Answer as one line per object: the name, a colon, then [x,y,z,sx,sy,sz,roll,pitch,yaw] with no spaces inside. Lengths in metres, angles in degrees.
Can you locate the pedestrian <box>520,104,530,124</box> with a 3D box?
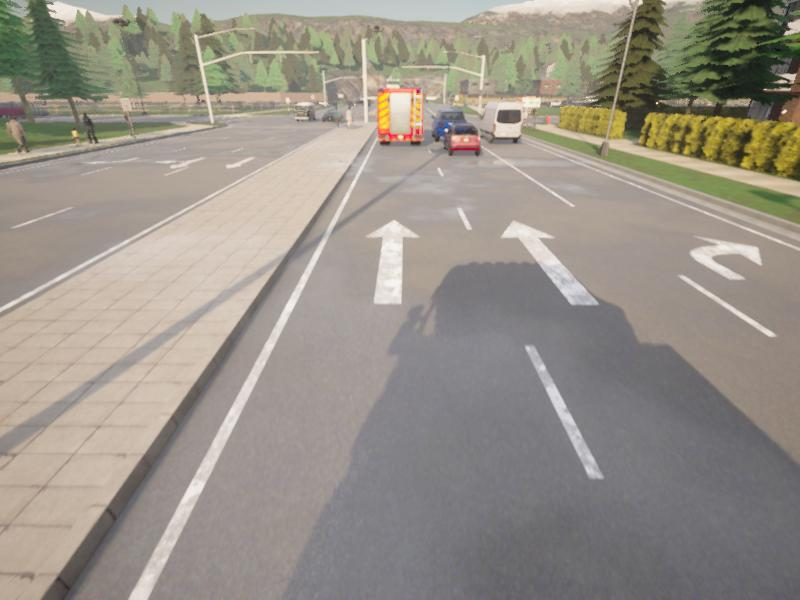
pedestrian: [13.312,-19.838,42.653,0.751,1.860,0.751,3,27,6]

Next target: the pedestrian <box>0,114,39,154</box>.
pedestrian: [-19.783,-8.577,20.718,0.751,1.860,0.751,-1,27,-1]

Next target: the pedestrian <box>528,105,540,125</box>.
pedestrian: [13.709,-18.926,40.888,0.751,1.860,0.751,-1,27,-2]

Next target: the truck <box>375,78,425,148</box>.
truck: [0.020,-13.144,27.892,2.891,3.827,8.468,0,27,0]

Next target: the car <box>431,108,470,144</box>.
car: [3.514,-12.707,28.991,2.150,2.045,5.566,0,27,0]

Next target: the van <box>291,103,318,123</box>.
van: [-11.320,-22.419,47.783,2.069,2.038,4.480,0,27,1]

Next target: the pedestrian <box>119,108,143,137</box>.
pedestrian: [-19.557,-12.903,29.102,0.751,1.860,0.751,3,27,6]

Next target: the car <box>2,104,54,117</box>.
car: [-52.733,-26.865,56.773,4.974,1.542,2.038,0,27,0]

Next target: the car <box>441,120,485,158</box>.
car: [3.488,-9.241,22.754,1.851,1.617,3.988,0,27,0]

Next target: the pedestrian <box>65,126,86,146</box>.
pedestrian: [-19.427,-9.822,23.962,0.500,1.100,0.500,-3,27,-6]

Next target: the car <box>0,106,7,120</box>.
car: [-52.820,-23.627,50.565,3.988,1.617,1.851,0,27,0]

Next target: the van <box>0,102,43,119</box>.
van: [-51.175,-25.429,53.561,4.442,1.987,1.775,0,27,0]

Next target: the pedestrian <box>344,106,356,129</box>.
pedestrian: [-4.456,-16.274,35.700,0.751,1.860,0.751,9,29,17]

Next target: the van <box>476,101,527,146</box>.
van: [7.021,-12.680,28.412,1.988,2.561,5.915,0,27,0]

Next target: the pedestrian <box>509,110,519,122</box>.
pedestrian: [13.481,-21.776,47.351,0.751,1.300,0.751,1,27,1]

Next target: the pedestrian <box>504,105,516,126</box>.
pedestrian: [10.802,-18.140,39.326,0.751,1.860,0.751,-3,27,-6]

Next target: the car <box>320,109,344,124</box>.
car: [-7.846,-21.437,46.617,1.994,1.385,4.181,0,27,1]

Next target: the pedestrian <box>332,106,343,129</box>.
pedestrian: [-5.668,-16.526,36.184,0.751,1.860,0.751,1,27,2]

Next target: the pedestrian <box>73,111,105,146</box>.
pedestrian: [-18.810,-10.382,24.220,0.751,1.860,0.751,0,27,-1]
